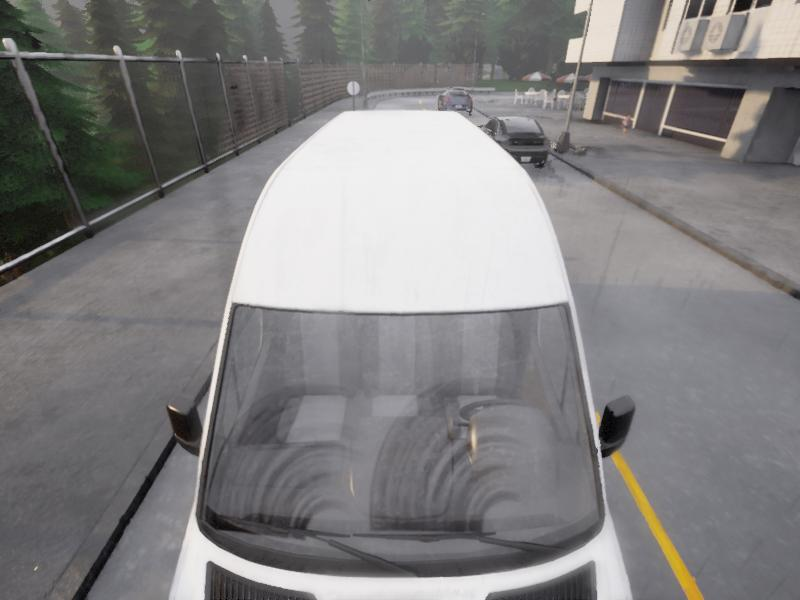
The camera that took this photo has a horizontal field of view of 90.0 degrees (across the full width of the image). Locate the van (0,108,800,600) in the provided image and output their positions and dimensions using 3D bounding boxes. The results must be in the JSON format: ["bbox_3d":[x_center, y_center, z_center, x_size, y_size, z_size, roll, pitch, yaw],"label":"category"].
[{"bbox_3d":[0.000,0.025,3.437,1.988,2.561,5.915,0,30,0],"label":"van"}]

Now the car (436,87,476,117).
[{"bbox_3d":[3.980,-14.529,29.233,2.152,1.651,5.027,0,30,0],"label":"car"}]

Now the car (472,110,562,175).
[{"bbox_3d":[3.988,-5.908,14.622,1.837,1.490,4.892,0,30,0],"label":"car"}]

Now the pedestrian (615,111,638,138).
[{"bbox_3d":[10.578,-8.210,18.743,0.500,1.100,0.500,-2,30,-4],"label":"pedestrian"}]
